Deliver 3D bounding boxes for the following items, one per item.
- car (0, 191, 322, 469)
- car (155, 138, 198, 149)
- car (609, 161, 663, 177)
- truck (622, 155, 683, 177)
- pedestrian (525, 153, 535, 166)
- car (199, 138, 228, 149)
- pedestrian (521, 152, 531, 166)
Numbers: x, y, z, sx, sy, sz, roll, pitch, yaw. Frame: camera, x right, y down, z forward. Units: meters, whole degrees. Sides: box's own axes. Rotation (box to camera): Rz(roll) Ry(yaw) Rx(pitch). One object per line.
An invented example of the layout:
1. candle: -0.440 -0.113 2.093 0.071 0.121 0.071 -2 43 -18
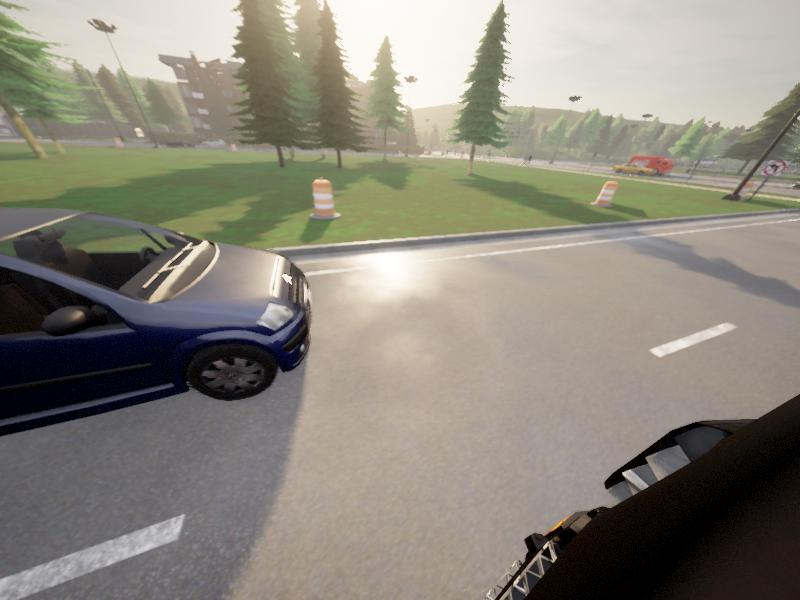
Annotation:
1. car: -2.984 0.061 2.130 3.988 1.617 1.851 -9 36 -18
2. car: -37.687 -26.541 39.076 4.718 1.301 1.895 -9 36 -18
3. car: 35.321 -19.810 34.809 1.801 1.575 5.366 -9 36 -17
4. truck: 38.641 -20.700 35.608 2.627 2.467 5.204 -9 36 -17
5. pedestrian: 21.853 -23.671 38.873 0.751 1.860 0.751 -5 35 -13
6. car: -34.605 -29.205 43.074 3.633 1.501 1.845 -9 36 -17
7. pedestrian: 21.658 -24.204 39.649 0.751 1.860 0.751 -6 35 -13
